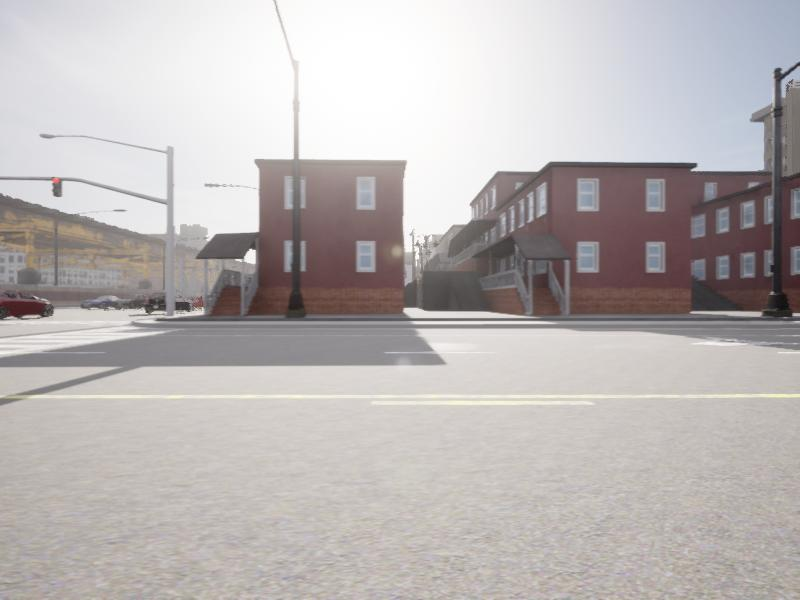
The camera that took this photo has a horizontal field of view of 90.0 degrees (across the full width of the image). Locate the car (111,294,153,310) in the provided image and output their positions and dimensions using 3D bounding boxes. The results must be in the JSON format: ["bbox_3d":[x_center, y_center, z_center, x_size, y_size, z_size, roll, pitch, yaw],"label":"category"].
[{"bbox_3d":[-26.710,0.216,40.033,1.789,1.549,3.705,0,0,0],"label":"car"}]

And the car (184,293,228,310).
[{"bbox_3d":[-19.723,0.161,40.928,2.242,1.667,4.611,0,0,0],"label":"car"}]

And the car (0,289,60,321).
[{"bbox_3d":[-19.676,0.230,20.270,1.845,1.501,3.633,0,0,0],"label":"car"}]

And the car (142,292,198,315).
[{"bbox_3d":[-16.270,0.230,28.473,1.845,1.501,3.633,0,0,1],"label":"car"}]

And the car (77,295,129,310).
[{"bbox_3d":[-30.223,0.273,40.919,1.812,1.442,4.674,0,0,0],"label":"car"}]
